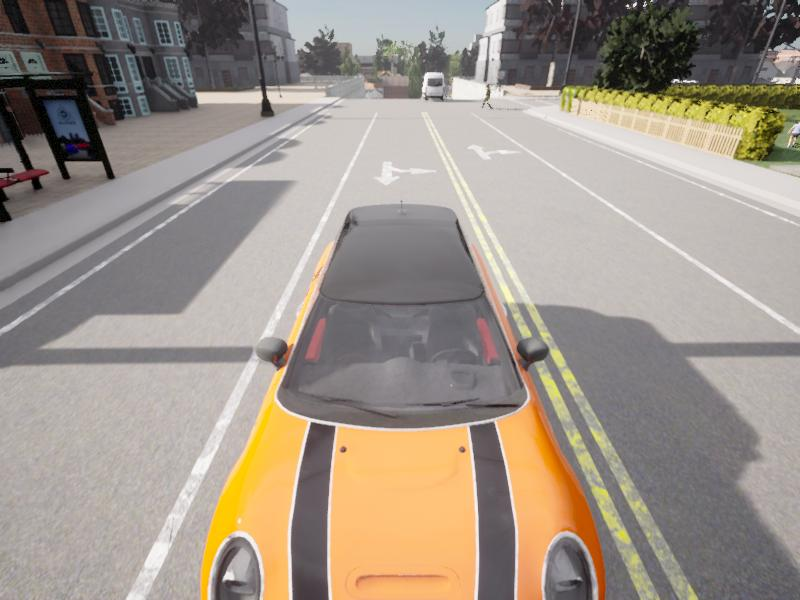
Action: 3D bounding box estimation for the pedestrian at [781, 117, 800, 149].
[{"bbox_3d":[15.918,-6.721,16.052,0.500,1.100,0.500,18,35,28],"label":"pedestrian"}]

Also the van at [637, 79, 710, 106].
[{"bbox_3d":[24.040,-18.362,35.351,4.480,2.038,2.069,0,30,0],"label":"van"}]

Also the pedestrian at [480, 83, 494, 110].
[{"bbox_3d":[6.797,-15.897,31.264,0.751,1.860,0.751,2,30,4],"label":"pedestrian"}]

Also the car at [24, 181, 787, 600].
[{"bbox_3d":[0.016,0.414,3.509,2.097,1.767,4.553,0,30,0],"label":"car"}]

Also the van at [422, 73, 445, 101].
[{"bbox_3d":[3.584,-23.249,43.618,1.988,2.561,5.915,0,29,0],"label":"van"}]
